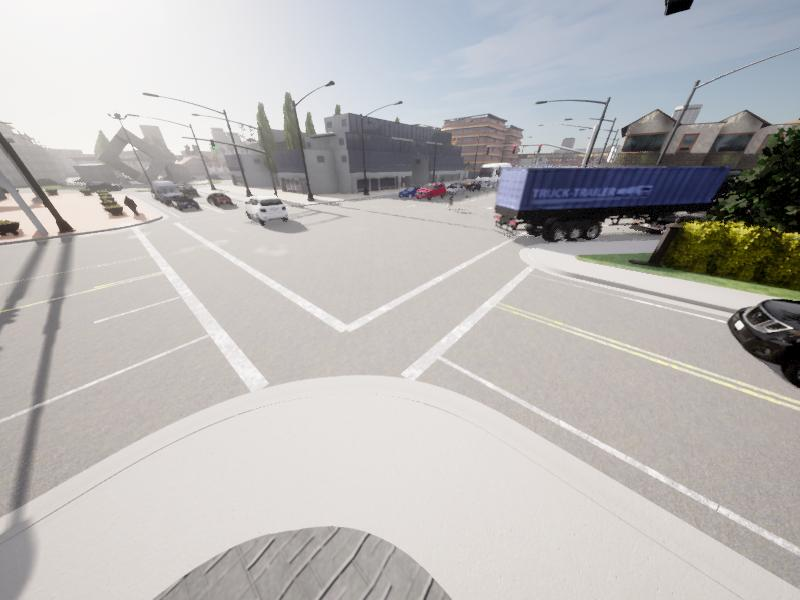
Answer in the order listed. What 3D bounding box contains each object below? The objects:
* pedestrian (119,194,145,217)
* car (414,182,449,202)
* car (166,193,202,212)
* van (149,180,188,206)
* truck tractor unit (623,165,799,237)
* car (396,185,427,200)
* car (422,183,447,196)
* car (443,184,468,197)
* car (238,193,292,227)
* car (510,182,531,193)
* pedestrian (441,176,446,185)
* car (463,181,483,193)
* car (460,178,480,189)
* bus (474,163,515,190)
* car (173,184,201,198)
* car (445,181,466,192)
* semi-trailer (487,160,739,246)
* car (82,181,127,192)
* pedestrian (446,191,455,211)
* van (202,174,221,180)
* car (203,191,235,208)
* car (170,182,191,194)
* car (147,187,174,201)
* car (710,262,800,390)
[{"bbox_3d":[-24.313,-8.575,20.957,0.751,1.860,0.751,18,35,28],"label":"pedestrian"},{"bbox_3d":[4.495,-15.481,32.969,2.150,2.045,5.566,23,37,34],"label":"car"},{"bbox_3d":[-24.281,-11.043,25.962,4.193,1.474,1.816,23,37,34],"label":"car"},{"bbox_3d":[-29.986,-13.922,29.886,5.915,2.561,1.988,23,37,34],"label":"van"},{"bbox_3d":[21.166,-7.070,16.325,6.516,4.208,3.053,-3,30,-5],"label":"truck tractor unit"},{"bbox_3d":[1.789,-16.373,35.030,1.882,1.535,5.008,22,37,34],"label":"car"},{"bbox_3d":[5.948,-18.877,39.331,1.837,1.490,4.892,22,38,34],"label":"car"},{"bbox_3d":[9.175,-18.068,37.952,1.812,1.442,4.674,23,38,34],"label":"car"},{"bbox_3d":[-11.872,-8.039,20.214,2.150,2.045,5.566,-26,38,-37],"label":"car"},{"bbox_3d":[21.555,-20.136,41.274,1.895,1.301,4.718,23,38,34],"label":"car"},{"bbox_3d":[9.620,-26.575,51.430,0.751,1.860,0.751,14,33,22],"label":"pedestrian"},{"bbox_3d":[13.383,-20.697,42.256,1.816,1.474,4.193,23,38,34],"label":"car"},{"bbox_3d":[14.715,-24.380,48.283,1.882,1.535,5.008,23,39,34],"label":"car"},{"bbox_3d":[19.637,-25.762,47.774,3.944,4.253,10.273,23,39,34],"label":"bus"},{"bbox_3d":[-34.663,-17.825,37.543,5.238,1.638,1.930,23,37,34],"label":"car"},{"bbox_3d":[10.656,-21.736,44.166,1.994,1.385,4.181,24,39,35],"label":"car"},{"bbox_3d":[13.366,-6.507,15.147,14.254,4.402,2.717,-5,30,-9],"label":"semi-trailer"},{"bbox_3d":[-56.739,-21.832,44.452,4.611,1.667,2.242,-16,34,-25],"label":"car"},{"bbox_3d":[5.341,-10.467,24.503,0.751,1.860,0.751,4,30,7],"label":"pedestrian"},{"bbox_3d":[-66.853,-43.658,81.941,4.442,1.987,1.775,-2,30,-4],"label":"van"},{"bbox_3d":[-22.289,-12.443,28.388,4.193,1.474,1.816,24,37,35],"label":"car"},{"bbox_3d":[-39.723,-20.263,41.765,1.930,1.638,5.238,-26,39,-37],"label":"car"},{"bbox_3d":[-35.140,-15.621,33.838,3.633,1.501,1.845,22,37,33],"label":"car"},{"bbox_3d":[10.688,1.243,4.115,5.566,2.045,2.150,23,37,34],"label":"car"}]
